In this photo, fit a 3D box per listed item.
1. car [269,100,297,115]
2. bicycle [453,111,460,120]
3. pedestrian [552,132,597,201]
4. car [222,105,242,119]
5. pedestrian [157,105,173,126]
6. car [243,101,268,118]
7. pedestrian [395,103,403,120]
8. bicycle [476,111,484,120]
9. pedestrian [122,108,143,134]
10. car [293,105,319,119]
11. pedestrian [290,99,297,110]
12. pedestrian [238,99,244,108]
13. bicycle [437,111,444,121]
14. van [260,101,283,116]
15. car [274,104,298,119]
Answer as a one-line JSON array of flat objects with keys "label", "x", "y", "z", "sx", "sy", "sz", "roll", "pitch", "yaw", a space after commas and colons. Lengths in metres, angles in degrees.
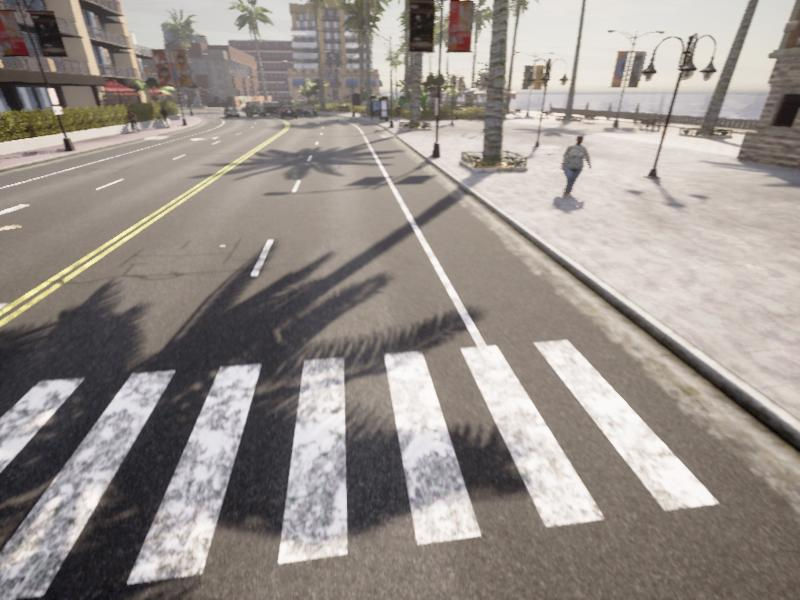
[{"label": "car", "x": -19.913, "y": -32.703, "z": 67.850, "sx": 2.150, "sy": 2.045, "sz": 5.566, "roll": -21, "pitch": 34, "yaw": -34}, {"label": "bicycle", "x": 6.984, "y": -22.817, "z": 49.480, "sx": 0.373, "sy": 1.024, "sz": 1.643, "roll": -4, "pitch": 27, "yaw": -7}, {"label": "pedestrian", "x": 5.161, "y": -3.987, "z": 11.938, "sx": 0.751, "sy": 1.860, "sz": 0.751, "roll": 3, "pitch": 27, "yaw": 6}, {"label": "car", "x": -23.368, "y": -26.091, "z": 55.546, "sx": 1.851, "sy": 1.617, "sz": 3.988, "roll": -13, "pitch": 30, "yaw": -24}, {"label": "pedestrian", "x": -23.106, "y": -18.086, "z": 39.285, "sx": 0.751, "sy": 1.860, "sz": 0.751, "roll": -4, "pitch": 28, "yaw": -8}, {"label": "car", "x": -21.051, "y": -27.695, "z": 58.128, "sx": 2.150, "sy": 2.045, "sz": 5.566, "roll": -13, "pitch": 30, "yaw": -24}, {"label": "pedestrian", "x": -0.143, "y": -22.706, "z": 48.269, "sx": 0.751, "sy": 1.860, "sz": 0.751, "roll": -7, "pitch": 28, "yaw": -14}, {"label": "bicycle", "x": 9.971, "y": -23.014, "z": 49.863, "sx": 0.373, "sy": 1.024, "sz": 1.643, "roll": -4, "pitch": 27, "yaw": -7}, {"label": "pedestrian", "x": -21.548, "y": -14.469, "z": 32.266, "sx": 0.751, "sy": 1.860, "sz": 0.751, "roll": -3, "pitch": 27, "yaw": -6}, {"label": "car", "x": -14.178, "y": -28.317, "z": 60.105, "sx": 2.152, "sy": 1.651, "sz": 5.027, "roll": -16, "pitch": 31, "yaw": -28}, {"label": "pedestrian", "x": -21.336, "y": -39.139, "z": 80.151, "sx": 0.751, "sy": 1.860, "sz": 0.751, "roll": -24, "pitch": 35, "yaw": -38}, {"label": "pedestrian", "x": -35.094, "y": -43.382, "z": 88.378, "sx": 0.751, "sy": 1.860, "sz": 0.751, "roll": 12, "pitch": 30, "yaw": 23}, {"label": "bicycle", "x": 4.992, "y": -22.687, "z": 49.225, "sx": 0.373, "sy": 1.024, "sz": 1.643, "roll": -4, "pitch": 27, "yaw": -7}, {"label": "van", "x": -20.255, "y": -30.109, "z": 62.871, "sx": 1.775, "sy": 1.987, "sz": 4.442, "roll": -18, "pitch": 32, "yaw": -31}, {"label": "car", "x": -15.997, "y": -26.428, "z": 56.073, "sx": 2.242, "sy": 1.667, "sz": 4.611, "roll": -12, "pitch": 30, "yaw": -23}]
